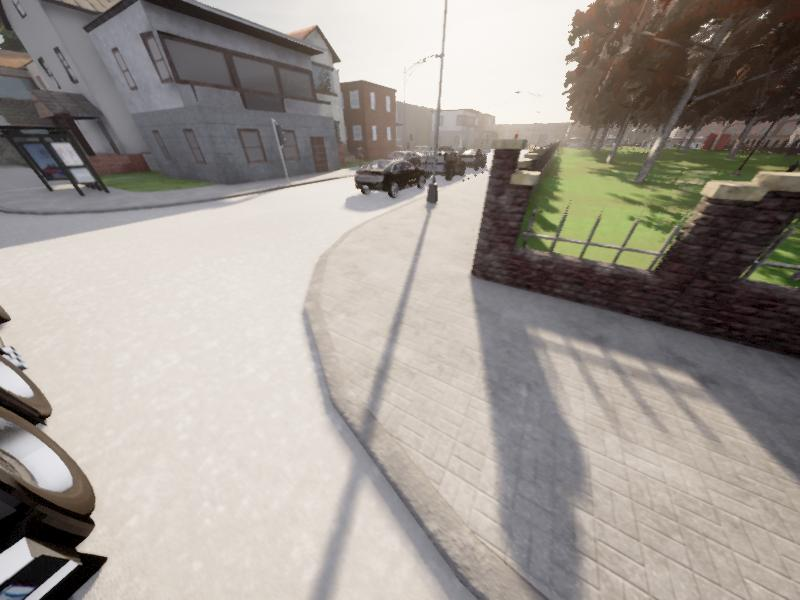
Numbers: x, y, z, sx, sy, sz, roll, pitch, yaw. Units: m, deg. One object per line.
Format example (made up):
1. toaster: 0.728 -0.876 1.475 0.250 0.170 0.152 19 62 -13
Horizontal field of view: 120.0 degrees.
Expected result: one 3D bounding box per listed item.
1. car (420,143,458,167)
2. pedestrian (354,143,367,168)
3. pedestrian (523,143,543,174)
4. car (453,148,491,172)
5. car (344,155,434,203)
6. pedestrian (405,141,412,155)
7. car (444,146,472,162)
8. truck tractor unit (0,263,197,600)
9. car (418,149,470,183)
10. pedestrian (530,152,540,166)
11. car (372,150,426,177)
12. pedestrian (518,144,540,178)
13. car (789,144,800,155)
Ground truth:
1. car: 4.057 -15.031 23.891 1.932 1.855 4.605 20 40 27
2. pedestrian: -3.610 -13.283 21.228 0.751 1.860 0.751 13 37 18
3. pedestrian: 9.855 -10.515 17.161 0.751 1.860 0.751 18 39 25
4. car: 6.729 -13.033 21.327 2.128 1.511 4.902 16 38 22
5. car: -0.304 -6.362 11.804 2.128 1.511 4.902 18 39 25
6. pedestrian: 1.332 -24.231 36.886 0.751 1.860 0.751 26 43 33
7. car: 7.358 -18.472 29.139 1.837 1.490 4.892 18 39 24
8. truck tractor unit: -5.117 -0.292 0.792 6.516 4.208 3.053 18 39 24
9. car: 3.238 -9.695 16.459 2.033 1.649 4.856 17 38 23
10. pedestrian: 12.964 -13.568 22.185 0.500 1.100 0.500 14 37 20
11. car: 0.059 -11.271 18.845 2.128 1.511 4.902 18 39 24
12. pedestrian: 8.491 -9.171 15.242 0.751 1.860 0.751 18 39 25
13. car: 72.182 -26.235 40.341 2.152 1.651 5.027 18 39 24
